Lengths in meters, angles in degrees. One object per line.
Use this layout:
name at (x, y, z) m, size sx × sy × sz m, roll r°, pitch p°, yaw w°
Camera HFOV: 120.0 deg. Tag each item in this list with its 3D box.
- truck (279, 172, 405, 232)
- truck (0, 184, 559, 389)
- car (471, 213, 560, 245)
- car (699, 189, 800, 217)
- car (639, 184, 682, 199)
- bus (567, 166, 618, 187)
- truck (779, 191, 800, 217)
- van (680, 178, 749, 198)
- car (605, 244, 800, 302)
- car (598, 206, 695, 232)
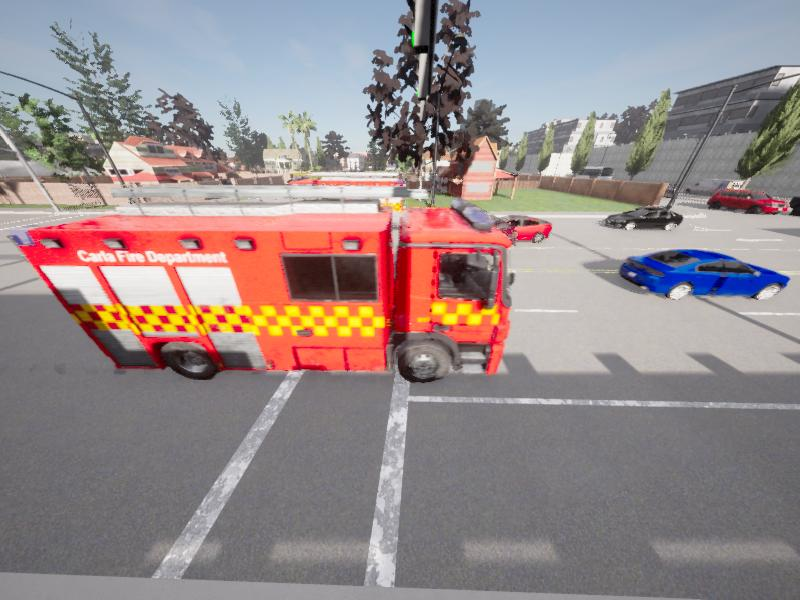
truck at (-3.891, -7.558, 17.671) m, size 8.468 × 3.827 × 2.891 m, roll 2°, pitch 30°, yaw 3°
truck at (-2.044, -0.479, 5.411) m, size 8.468 × 3.827 × 2.891 m, roll 1°, pitch 30°, yaw 1°
car at (7.219, -4.633, 14.904) m, size 4.514 × 1.525 × 2.007 m, roll 1°, pitch 30°, yaw 1°
car at (36.214, -10.296, 24.200) m, size 2.150 × 2.045 × 5.566 m, roll 0°, pitch 30°, yaw 1°
car at (39.907, -16.770, 35.563) m, size 1.905 × 1.878 × 3.866 m, roll 0°, pitch 30°, yaw 1°
bus at (48.195, -31.378, 58.503) m, size 3.944 × 4.253 × 10.273 m, roll 0°, pitch 30°, yaw 1°
truck at (39.643, -8.135, 20.392) m, size 2.390 × 2.098 × 6.274 m, roll 5°, pitch 30°, yaw 8°
van at (51.460, -18.592, 38.170) m, size 2.351 × 2.431 × 6.366 m, roll 0°, pitch 30°, yaw 1°
car at (11.369, -1.088, 8.752) m, size 5.008 × 1.535 × 1.882 m, roll 1°, pitch 30°, yaw 1°
car at (18.636, -6.234, 17.704) m, size 4.892 × 1.490 × 1.837 m, roll 0°, pitch 30°, yaw 1°
